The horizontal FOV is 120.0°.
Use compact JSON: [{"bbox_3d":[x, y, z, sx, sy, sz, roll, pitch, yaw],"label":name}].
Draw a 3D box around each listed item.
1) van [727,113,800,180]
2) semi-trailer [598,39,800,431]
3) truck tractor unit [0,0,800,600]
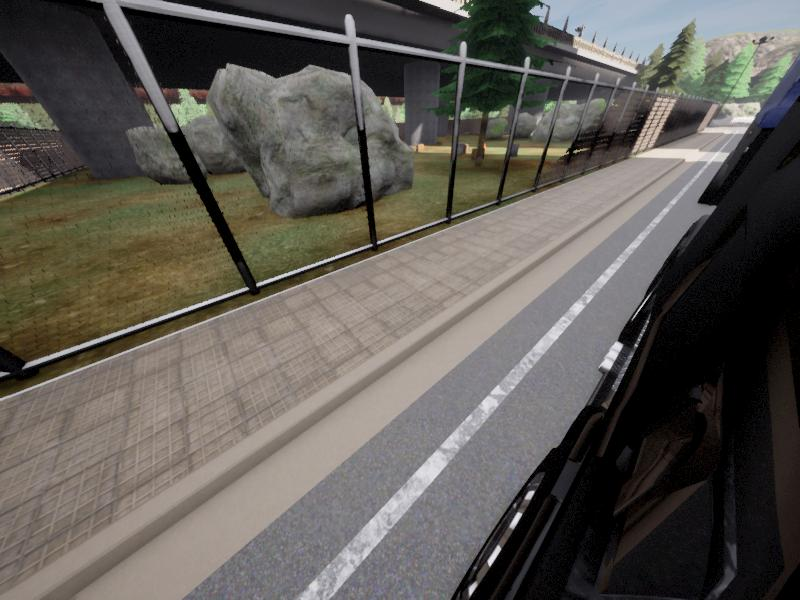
[{"bbox_3d":[16.439,-6.587,9.712,4.480,2.038,2.069,-26,43,-28],"label":"van"},{"bbox_3d":[8.701,-3.605,4.223,14.254,4.402,2.717,-28,44,-30],"label":"semi-trailer"},{"bbox_3d":[2.645,-0.295,0.351,6.516,4.208,3.053,-28,44,-30],"label":"truck tractor unit"}]
